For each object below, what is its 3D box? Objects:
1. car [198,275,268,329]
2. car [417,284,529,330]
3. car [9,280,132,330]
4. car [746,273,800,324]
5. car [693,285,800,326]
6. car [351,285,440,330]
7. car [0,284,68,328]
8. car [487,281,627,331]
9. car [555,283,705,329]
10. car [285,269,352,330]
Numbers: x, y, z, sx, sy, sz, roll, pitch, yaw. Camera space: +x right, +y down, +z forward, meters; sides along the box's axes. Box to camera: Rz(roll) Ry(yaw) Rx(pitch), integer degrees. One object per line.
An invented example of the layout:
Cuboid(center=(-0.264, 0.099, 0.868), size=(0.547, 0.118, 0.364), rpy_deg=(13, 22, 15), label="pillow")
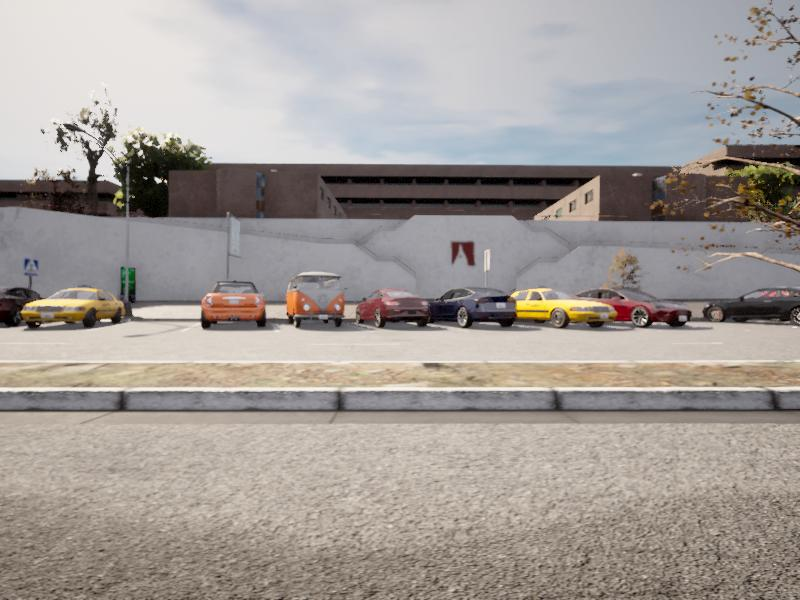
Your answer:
Cuboid(center=(-6.341, 0.104, 15.539), size=(2.185, 1.767, 4.553), rpy_deg=(0, -1, -20), label="car")
Cuboid(center=(2.590, 0.268, 15.601), size=(2.163, 1.488, 4.792), rpy_deg=(0, -1, -20), label="car")
Cuboid(center=(-12.251, 0.201, 15.387), size=(1.946, 1.575, 5.366), rpy_deg=(1, -1, -20), label="car")
Cuboid(center=(17.513, -0.099, 15.619), size=(2.435, 2.045, 5.566), rpy_deg=(0, -1, -20), label="car")
Cuboid(center=(14.544, 0.216, 15.583), size=(2.002, 1.452, 4.674), rpy_deg=(0, -1, -20), label="car")
Cuboid(center=(-0.382, 0.278, 15.567), size=(2.002, 1.452, 4.674), rpy_deg=(0, -1, -20), label="car")
Cuboid(center=(-15.314, 0.222, 15.584), size=(2.163, 1.488, 4.792), rpy_deg=(0, -1, -20), label="car")
Cuboid(center=(5.660, 0.222, 15.406), size=(1.946, 1.575, 5.366), rpy_deg=(0, -1, -20), label="car")
Cuboid(center=(8.587, 0.245, 15.553), size=(2.163, 1.488, 4.792), rpy_deg=(0, -1, -20), label="car")
Cuboid(center=(-3.314, 0.011, 15.464), size=(1.878, 1.987, 4.442), rpy_deg=(1, -1, -20), label="car")
